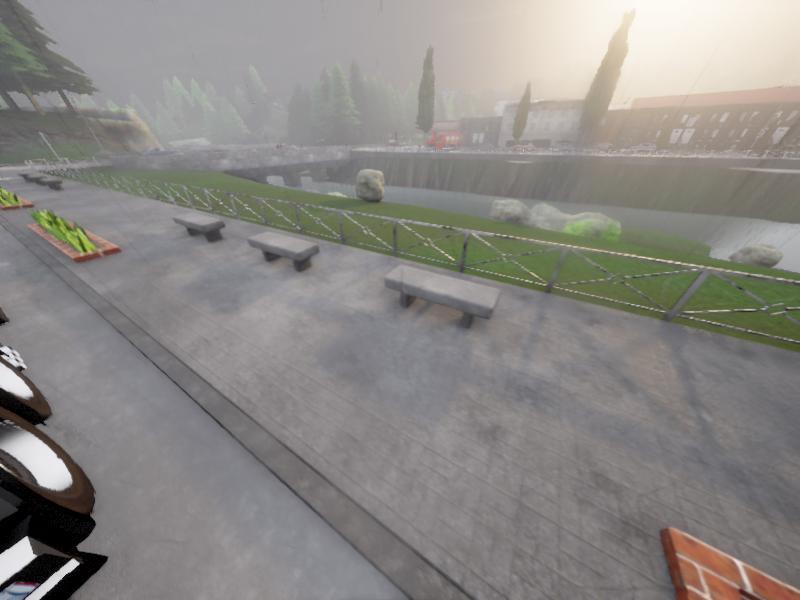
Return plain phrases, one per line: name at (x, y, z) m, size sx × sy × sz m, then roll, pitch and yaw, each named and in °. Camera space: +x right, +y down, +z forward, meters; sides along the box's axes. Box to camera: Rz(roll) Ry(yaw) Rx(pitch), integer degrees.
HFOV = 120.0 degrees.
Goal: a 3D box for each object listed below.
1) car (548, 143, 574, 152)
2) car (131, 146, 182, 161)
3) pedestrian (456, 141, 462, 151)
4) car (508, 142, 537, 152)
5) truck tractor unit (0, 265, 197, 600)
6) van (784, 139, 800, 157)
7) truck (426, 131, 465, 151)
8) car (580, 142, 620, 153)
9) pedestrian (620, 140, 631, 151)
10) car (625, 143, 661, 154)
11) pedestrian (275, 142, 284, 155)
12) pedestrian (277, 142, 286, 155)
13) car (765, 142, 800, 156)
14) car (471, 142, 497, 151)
car at (32.074, -30.378, 46.062) m, size 3.806 × 1.475 × 1.970 m, roll 18°, pitch 39°, yaw 24°
car at (-36.628, -22.206, 34.867) m, size 2.242 × 1.667 × 4.611 m, roll 18°, pitch 39°, yaw 24°
pedestrian at (13.287, -34.724, 52.131) m, size 0.751 × 1.860 × 0.751 m, roll -9°, pitch 36°, yaw -12°
car at (25.875, -32.439, 48.964) m, size 5.027 × 1.651 × 2.152 m, roll 18°, pitch 39°, yaw 24°
truck tractor unit at (-5.115, -0.296, 0.785) m, size 6.516 × 4.208 × 3.053 m, roll 18°, pitch 39°, yaw 24°
van at (56.167, -20.213, 30.697) m, size 4.480 × 2.038 × 2.069 m, roll 18°, pitch 39°, yaw 24°
truck at (10.713, -38.230, 55.524) m, size 8.468 × 3.827 × 2.891 m, roll 18°, pitch 39°, yaw 24°
car at (37.456, -28.714, 43.468) m, size 5.238 × 1.638 × 1.930 m, roll 18°, pitch 39°, yaw 24°
pedestrian at (45.301, -31.067, 46.376) m, size 0.751 × 1.860 × 0.751 m, roll 15°, pitch 38°, yaw 21°
car at (42.889, -26.892, 40.935) m, size 3.806 × 1.475 × 1.970 m, roll 18°, pitch 39°, yaw 25°
pedestrian at (-21.735, -27.327, 41.684) m, size 0.751 × 1.860 × 0.751 m, roll 17°, pitch 39°, yaw 24°
pedestrian at (-21.230, -27.101, 41.352) m, size 0.751 × 1.860 × 0.751 m, roll 15°, pitch 38°, yaw 21°
car at (58.316, -21.978, 33.563) m, size 5.238 × 1.638 × 1.930 m, roll 18°, pitch 39°, yaw 24°
car at (18.953, -34.675, 52.248) m, size 4.856 × 1.649 × 2.033 m, roll 18°, pitch 39°, yaw 24°
